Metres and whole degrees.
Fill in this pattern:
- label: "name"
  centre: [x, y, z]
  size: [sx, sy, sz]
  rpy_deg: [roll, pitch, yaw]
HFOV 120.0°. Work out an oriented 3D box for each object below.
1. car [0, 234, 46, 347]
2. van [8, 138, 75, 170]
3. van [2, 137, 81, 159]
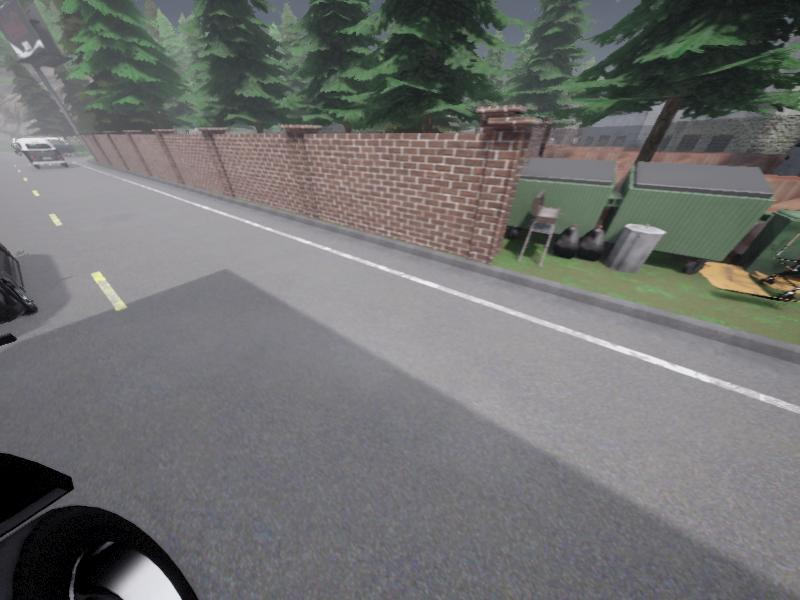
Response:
- label: "car"
  centre: [-7.289, -0.348, 3.158]
  size: [4.181, 1.385, 1.994]
  rpy_deg: [22, 40, 28]
- label: "van"
  centre: [-29.966, -12.266, 19.301]
  size: [4.480, 2.038, 2.069]
  rpy_deg: [22, 41, 28]
- label: "van"
  centre: [-41.747, -17.844, 27.078]
  size: [2.069, 2.038, 4.480]
  rpy_deg: [21, 40, 27]
